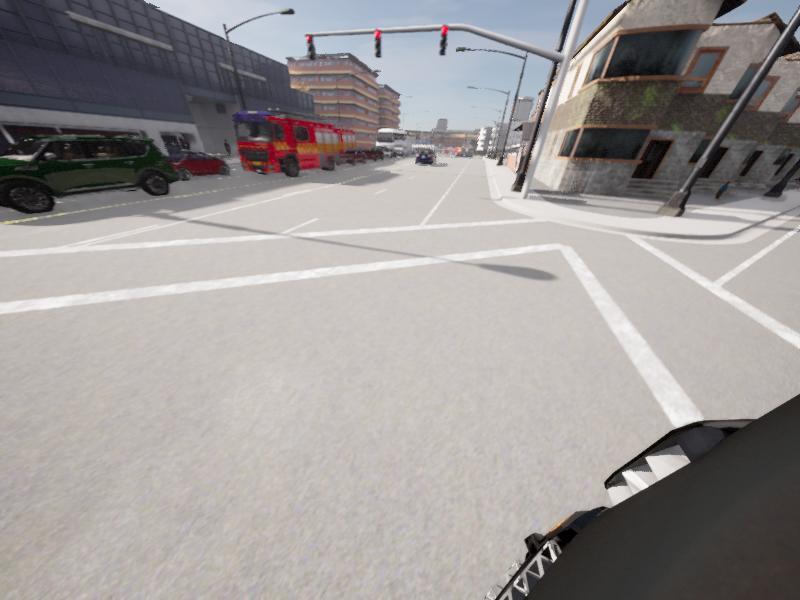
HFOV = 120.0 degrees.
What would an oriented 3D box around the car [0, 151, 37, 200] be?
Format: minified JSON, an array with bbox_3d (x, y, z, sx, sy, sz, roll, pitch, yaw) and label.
[{"bbox_3d":[-15.571,-3.750,7.099,1.816,1.474,4.193,11,35,13],"label":"car"}]

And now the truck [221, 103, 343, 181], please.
[{"bbox_3d":[-7.904,-11.833,17.575,2.891,3.827,8.468,11,35,13],"label":"truck"}]

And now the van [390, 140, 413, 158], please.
[{"bbox_3d":[0.385,-27.152,41.483,2.351,2.431,6.366,11,35,12],"label":"van"}]

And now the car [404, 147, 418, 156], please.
[{"bbox_3d":[2.265,-30.581,47.656,1.812,1.442,4.674,10,34,11],"label":"car"}]

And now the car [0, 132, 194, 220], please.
[{"bbox_3d":[-11.432,-4.645,8.220,2.150,2.045,5.566,13,35,14],"label":"car"}]

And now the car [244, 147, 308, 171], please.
[{"bbox_3d":[-10.786,-12.693,20.668,2.038,1.542,4.974,11,35,12],"label":"car"}]

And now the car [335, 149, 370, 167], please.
[{"bbox_3d":[-5.213,-16.123,26.062,1.812,1.442,4.674,11,36,13],"label":"car"}]

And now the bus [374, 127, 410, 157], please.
[{"bbox_3d":[-1.397,-31.176,45.713,3.944,4.253,10.273,11,36,12],"label":"bus"}]

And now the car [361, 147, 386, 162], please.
[{"bbox_3d":[-3.475,-19.515,30.983,1.816,1.474,4.193,11,36,12],"label":"car"}]

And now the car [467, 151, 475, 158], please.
[{"bbox_3d":[25.392,-51.860,82.346,2.150,2.045,5.566,11,34,12],"label":"car"}]

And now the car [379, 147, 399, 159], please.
[{"bbox_3d":[-1.709,-22.866,35.900,1.970,1.475,3.806,11,36,13],"label":"car"}]

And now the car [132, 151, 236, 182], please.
[{"bbox_3d":[-13.037,-8.415,14.379,1.994,1.385,4.181,11,35,13],"label":"car"}]

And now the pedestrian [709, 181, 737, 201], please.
[{"bbox_3d":[20.898,-7.085,14.976,0.500,1.100,0.500,-13,37,-23],"label":"pedestrian"}]

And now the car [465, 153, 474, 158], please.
[{"bbox_3d":[21.318,-44.333,70.844,1.994,1.385,4.181,12,33,13],"label":"car"}]

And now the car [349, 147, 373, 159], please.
[{"bbox_3d":[-5.767,-22.177,34.749,1.994,1.385,4.181,11,36,12],"label":"car"}]

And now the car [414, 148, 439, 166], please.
[{"bbox_3d":[3.553,-18.878,30.319,2.242,1.667,4.611,11,36,12],"label":"car"}]

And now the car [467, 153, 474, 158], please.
[{"bbox_3d":[23.402,-48.088,76.821,1.816,1.474,4.193,11,33,12],"label":"car"}]

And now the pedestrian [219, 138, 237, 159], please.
[{"bbox_3d":[-18.406,-16.215,24.726,0.751,1.860,0.751,15,35,17],"label":"pedestrian"}]

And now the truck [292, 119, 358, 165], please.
[{"bbox_3d":[-8.211,-18.443,27.122,2.891,3.827,8.468,11,36,13],"label":"truck"}]
